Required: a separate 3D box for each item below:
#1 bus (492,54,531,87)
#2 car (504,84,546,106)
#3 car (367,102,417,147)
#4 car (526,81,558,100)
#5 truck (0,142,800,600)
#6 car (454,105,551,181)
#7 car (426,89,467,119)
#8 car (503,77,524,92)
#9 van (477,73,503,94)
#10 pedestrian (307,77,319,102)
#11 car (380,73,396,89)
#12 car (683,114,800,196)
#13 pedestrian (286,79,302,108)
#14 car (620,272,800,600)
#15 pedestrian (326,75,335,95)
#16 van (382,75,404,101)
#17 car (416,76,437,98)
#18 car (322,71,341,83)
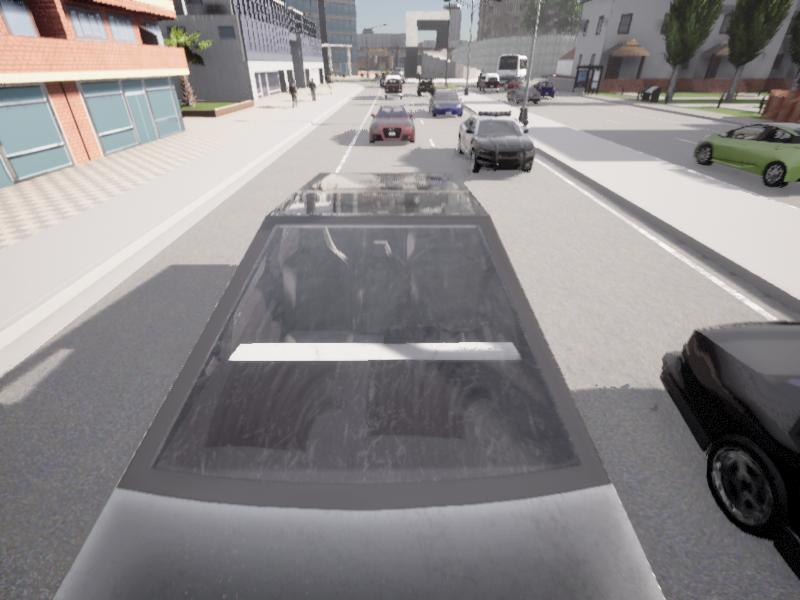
[{"bbox_3d":[17.906,-36.523,63.681,3.944,4.253,10.273,11,32,20],"label":"bus"},{"bbox_3d":[10.934,-18.281,35.542,2.033,1.411,5.357,0,30,-1],"label":"car"},{"bbox_3d":[-0.351,-8.075,18.268,1.994,1.385,4.181,0,31,-1],"label":"car"},{"bbox_3d":[14.344,-21.279,40.491,1.845,1.501,3.633,0,31,0],"label":"car"},{"bbox_3d":[-0.163,0.098,3.721,2.390,2.098,6.274,0,29,-1],"label":"truck"},{"bbox_3d":[3.204,-5.585,13.765,1.930,1.638,5.238,0,30,-1],"label":"car"},{"bbox_3d":[3.039,-13.303,27.025,2.163,1.488,4.792,0,30,0],"label":"car"},{"bbox_3d":[14.509,-27.705,51.396,1.845,1.501,3.633,2,30,3],"label":"car"},{"bbox_3d":[10.852,-26.412,48.709,2.069,2.038,4.480,0,31,1],"label":"van"},{"bbox_3d":[-7.497,-18.104,34.473,0.751,1.860,0.751,-4,31,-6],"label":"pedestrian"},{"bbox_3d":[-1.801,-32.226,58.762,1.932,1.855,4.605,-4,31,-7],"label":"car"},{"bbox_3d":[11.227,-4.552,12.106,2.007,1.525,4.514,0,31,-1],"label":"car"},{"bbox_3d":[-7.875,-15.302,29.706,0.751,1.860,0.751,1,31,1],"label":"pedestrian"},{"bbox_3d":[3.388,1.716,1.615,2.033,1.411,5.357,0,30,0],"label":"car"},{"bbox_3d":[-7.537,-23.367,43.409,0.751,1.860,0.751,-5,31,-8],"label":"pedestrian"},{"bbox_3d":[-0.656,-21.094,39.706,2.069,2.038,4.480,-1,30,-1],"label":"van"},{"bbox_3d":[2.802,-22.865,42.851,1.905,1.878,3.866,-1,31,-1],"label":"car"},{"bbox_3d":[-13.460,-43.581,78.065,1.932,1.855,4.605,-16,34,-26],"label":"car"}]
